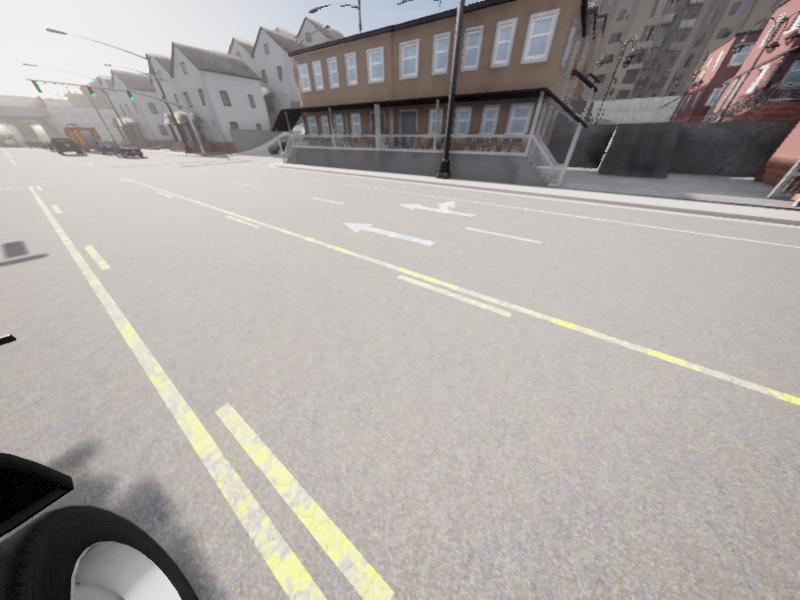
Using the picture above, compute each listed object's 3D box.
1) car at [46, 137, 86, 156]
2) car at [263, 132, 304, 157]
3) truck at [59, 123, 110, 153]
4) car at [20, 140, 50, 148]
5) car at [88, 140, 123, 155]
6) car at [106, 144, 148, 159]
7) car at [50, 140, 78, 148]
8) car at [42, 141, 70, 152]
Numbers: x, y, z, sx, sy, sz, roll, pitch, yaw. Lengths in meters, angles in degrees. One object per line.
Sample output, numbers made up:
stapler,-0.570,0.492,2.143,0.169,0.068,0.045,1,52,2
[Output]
car,-48.758,-22.435,33.675,5.566,2.045,2.150,23,41,28
car,-16.654,-22.443,33.224,1.882,1.535,5.008,21,56,27
truck,-54.792,-28.086,40.105,8.468,3.827,2.891,22,41,28
car,-79.869,-34.152,50.577,4.892,1.490,1.837,13,36,17
car,-44.163,-22.928,34.617,4.553,1.767,2.097,22,41,28
car,-34.637,-18.900,29.312,5.357,1.411,2.033,21,40,26
car,-76.250,-35.422,52.426,4.902,1.511,2.128,17,38,22
car,-59.518,-26.590,39.973,4.892,1.490,1.837,22,41,28
